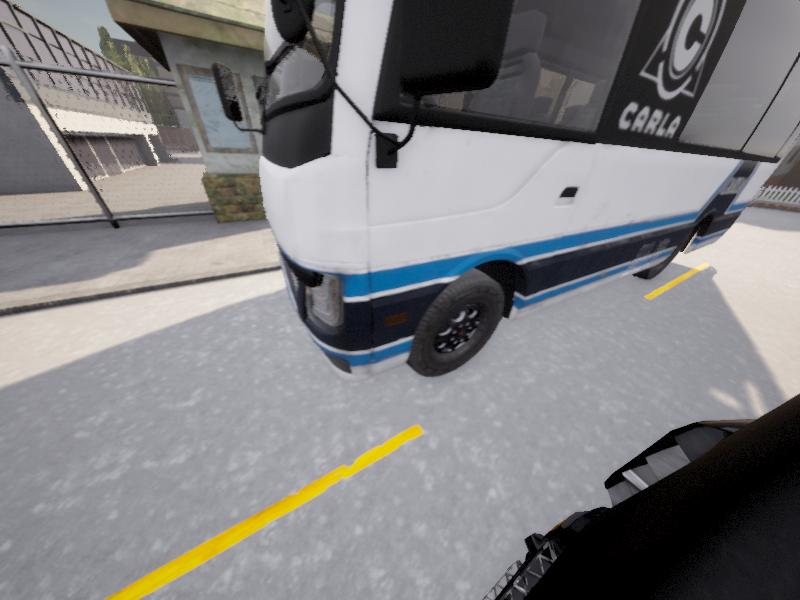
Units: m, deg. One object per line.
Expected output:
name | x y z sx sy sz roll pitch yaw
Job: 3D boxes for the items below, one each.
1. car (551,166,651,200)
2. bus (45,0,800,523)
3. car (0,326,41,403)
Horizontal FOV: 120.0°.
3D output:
car | 14.263 -8.646 16.837 2.128 1.511 4.902 -14 37 -24
bus | 3.095 -2.391 3.998 10.273 4.253 3.944 -14 37 -25
car | -5.690 1.153 0.606 4.718 1.301 1.895 -14 37 -24
